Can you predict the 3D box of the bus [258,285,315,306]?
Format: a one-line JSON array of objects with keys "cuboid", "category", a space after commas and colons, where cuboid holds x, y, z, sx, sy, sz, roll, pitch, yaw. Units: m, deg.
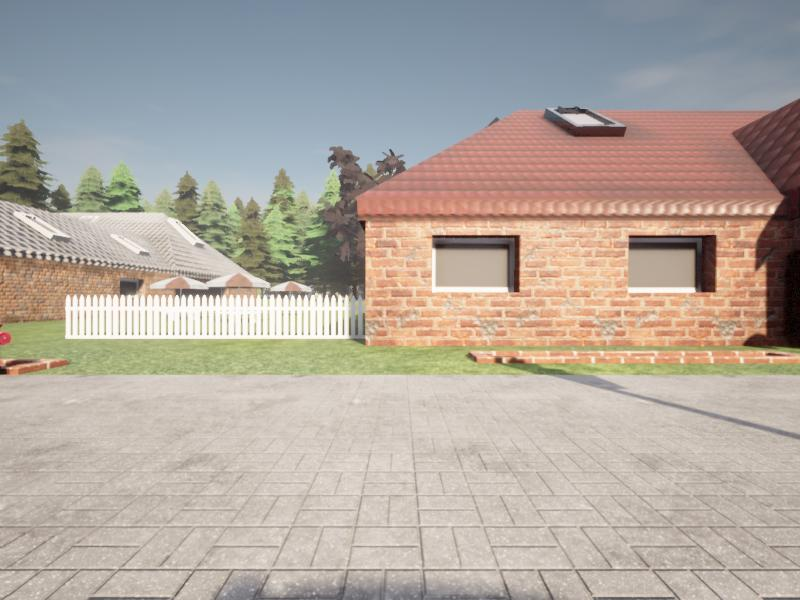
[{"cuboid": [-22.758, -0.919, 80.745, 10.273, 4.253, 3.944, 0, 0, 0], "category": "bus"}]
